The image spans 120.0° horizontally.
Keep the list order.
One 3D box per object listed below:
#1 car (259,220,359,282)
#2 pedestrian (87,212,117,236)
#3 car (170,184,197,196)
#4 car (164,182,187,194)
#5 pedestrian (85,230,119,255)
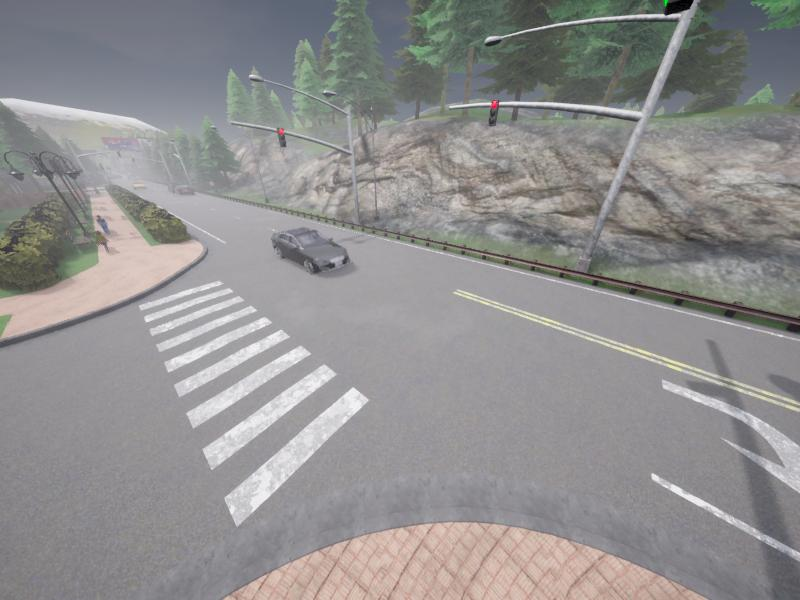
[{"bbox_3d":[-4.535,-2.626,11.318,4.902,1.511,2.128,24,38,34],"label":"car"},{"bbox_3d":[-19.581,-4.996,15.214,0.751,1.300,0.751,25,38,36],"label":"pedestrian"},{"bbox_3d":[-36.151,-18.362,38.536,4.792,1.488,2.163,23,37,34],"label":"car"},{"bbox_3d":[-40.749,-20.336,41.907,3.988,1.617,1.851,23,37,34],"label":"car"},{"bbox_3d":[-15.288,-2.951,11.872,0.500,1.100,0.500,-8,31,-14],"label":"pedestrian"}]
